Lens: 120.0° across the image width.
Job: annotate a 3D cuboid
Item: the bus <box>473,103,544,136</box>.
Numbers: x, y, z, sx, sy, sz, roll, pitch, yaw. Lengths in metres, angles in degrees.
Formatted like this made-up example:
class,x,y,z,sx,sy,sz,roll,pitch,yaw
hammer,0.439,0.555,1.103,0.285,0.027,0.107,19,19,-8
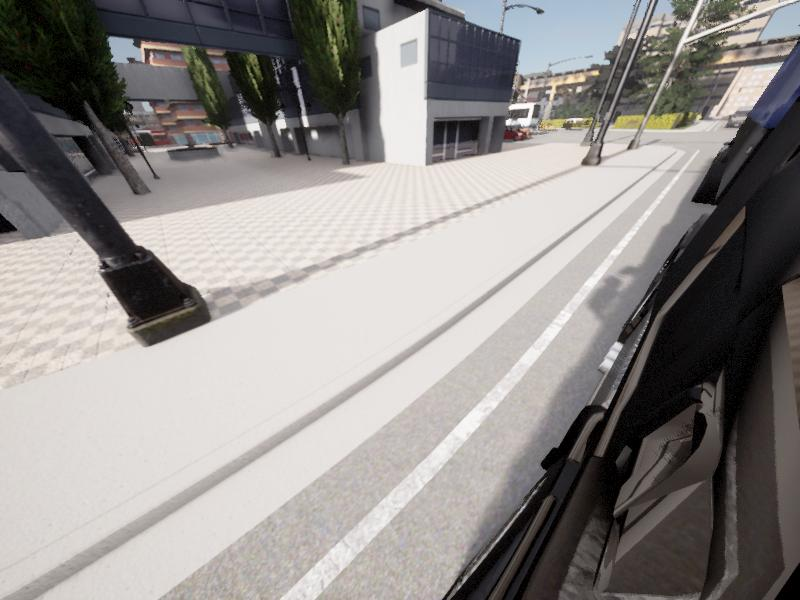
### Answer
class,x,y,z,sx,sy,sz,roll,pitch,yaw
bus,19.055,-32.296,41.613,3.944,4.253,10.273,-30,45,-32

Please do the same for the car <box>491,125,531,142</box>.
class,x,y,z,sx,sy,sz,roll,pitch,yaw
car,14.451,-21.773,30.232,1.851,1.617,3.988,-30,45,-31

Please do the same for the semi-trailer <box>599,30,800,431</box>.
class,x,y,z,sx,sy,sz,roll,pitch,yaw
semi-trailer,8.632,-3.659,4.277,14.254,4.402,2.717,-29,44,-30

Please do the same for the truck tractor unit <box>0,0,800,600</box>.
class,x,y,z,sx,sy,sz,roll,pitch,yaw
truck tractor unit,2.645,-0.295,0.351,6.516,4.208,3.053,-28,44,-30

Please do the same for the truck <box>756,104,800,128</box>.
class,x,y,z,sx,sy,sz,roll,pitch,yaw
truck,53.797,-26.074,32.742,5.204,2.467,2.627,-30,45,-31

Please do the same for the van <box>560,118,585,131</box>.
class,x,y,z,sx,sy,sz,roll,pitch,yaw
van,36.627,-37.367,49.217,2.069,2.038,4.480,0,37,3

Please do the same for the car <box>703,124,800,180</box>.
class,x,y,z,sx,sy,sz,roll,pitch,yaw
car,15.674,-6.663,10.203,4.974,1.542,2.038,-30,45,-31

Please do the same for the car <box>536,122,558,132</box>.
class,x,y,z,sx,sy,sz,roll,pitch,yaw
car,33.227,-39.343,52.454,1.801,1.575,5.366,0,37,3

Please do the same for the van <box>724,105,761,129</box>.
class,x,y,z,sx,sy,sz,roll,pitch,yaw
van,50.335,-26.959,34.075,5.915,2.561,1.988,-30,45,-31

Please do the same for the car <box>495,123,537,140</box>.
class,x,y,z,sx,sy,sz,roll,pitch,yaw
car,16.300,-23.838,32.690,2.097,1.767,4.553,-30,45,-31
